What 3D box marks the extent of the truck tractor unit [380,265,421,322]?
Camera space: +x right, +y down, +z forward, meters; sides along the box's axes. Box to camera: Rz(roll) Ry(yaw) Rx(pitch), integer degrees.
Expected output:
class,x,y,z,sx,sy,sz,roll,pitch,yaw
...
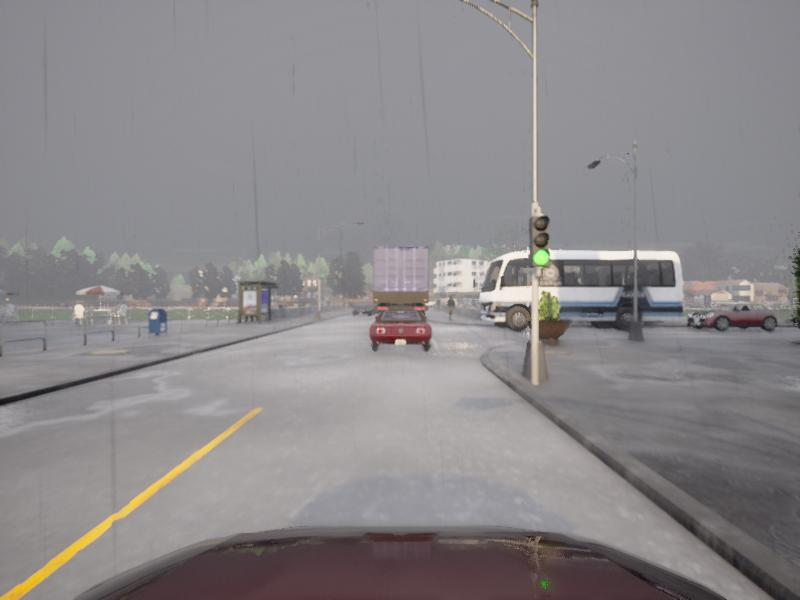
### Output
class,x,y,z,sx,sy,sz,roll,pitch,yaw
truck tractor unit,0.065,-0.473,32.932,3.053,4.208,6.516,0,0,0

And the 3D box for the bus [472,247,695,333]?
class,x,y,z,sx,sy,sz,roll,pitch,yaw
bus,9.429,-0.499,21.718,10.273,4.253,3.944,0,0,-1

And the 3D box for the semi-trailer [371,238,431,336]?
class,x,y,z,sx,sy,sz,roll,pitch,yaw
semi-trailer,0.055,-0.580,25.016,2.717,4.402,14.254,0,0,0

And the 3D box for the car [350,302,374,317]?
class,x,y,z,sx,sy,sz,roll,pitch,yaw
car,-3.900,0.962,42.401,2.033,1.411,5.357,0,0,0

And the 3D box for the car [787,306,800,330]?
class,x,y,z,sx,sy,sz,roll,pitch,yaw
car,24.413,0.978,21.864,4.718,1.301,1.895,0,0,0

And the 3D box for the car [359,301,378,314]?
class,x,y,z,sx,sy,sz,roll,pitch,yaw
car,-3.895,0.908,50.224,2.007,1.525,4.514,0,0,0

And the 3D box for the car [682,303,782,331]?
class,x,y,z,sx,sy,sz,roll,pitch,yaw
car,18.048,0.888,21.886,3.806,1.475,1.970,0,0,0

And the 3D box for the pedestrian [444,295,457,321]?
class,x,y,z,sx,sy,sz,roll,pitch,yaw
pedestrian,3.642,0.570,28.778,0.751,1.860,0.751,0,0,20

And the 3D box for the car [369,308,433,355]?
class,x,y,z,sx,sy,sz,roll,pitch,yaw
car,0.031,0.966,14.148,1.895,1.301,4.718,0,0,0
